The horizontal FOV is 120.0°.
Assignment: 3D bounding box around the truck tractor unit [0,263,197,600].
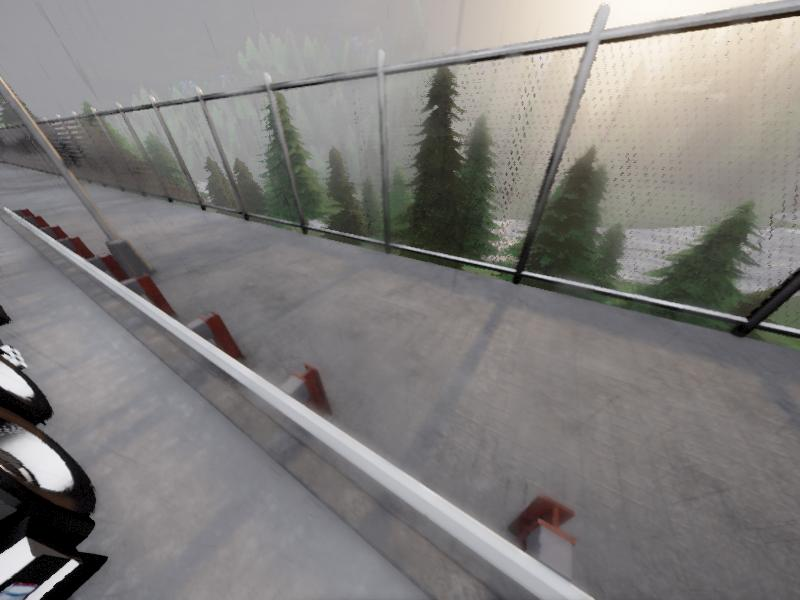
[{"bbox_3d":[-5.112,-0.299,0.781,6.516,4.208,3.053,18,39,24],"label":"truck tractor unit"}]
